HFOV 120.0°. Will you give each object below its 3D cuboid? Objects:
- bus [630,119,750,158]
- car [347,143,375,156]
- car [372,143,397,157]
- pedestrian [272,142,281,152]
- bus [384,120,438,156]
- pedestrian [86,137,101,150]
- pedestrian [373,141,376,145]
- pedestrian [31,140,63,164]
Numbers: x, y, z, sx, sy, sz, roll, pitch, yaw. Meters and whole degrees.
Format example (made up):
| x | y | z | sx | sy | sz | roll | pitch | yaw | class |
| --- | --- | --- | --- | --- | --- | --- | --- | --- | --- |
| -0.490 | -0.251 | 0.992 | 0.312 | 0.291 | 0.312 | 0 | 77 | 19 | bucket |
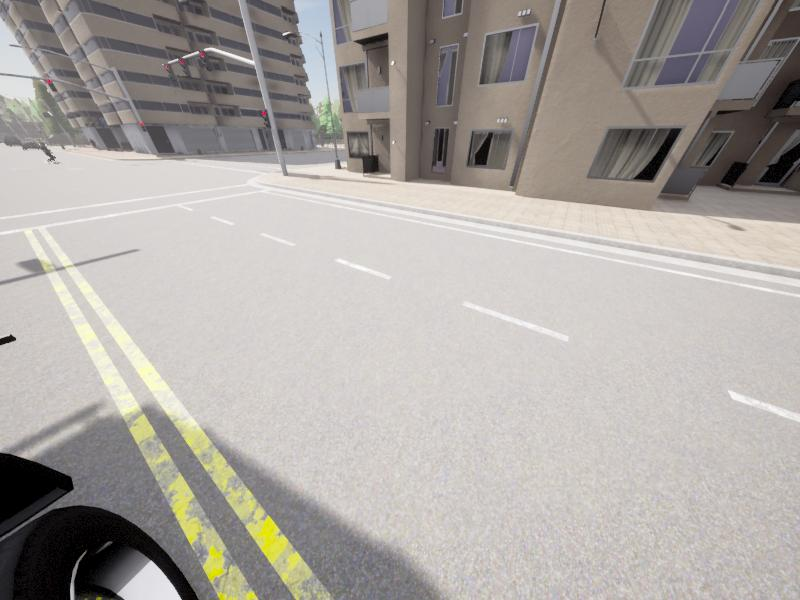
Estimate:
| x | y | z | sx | sy | sz | roll | pitch | yaw | class |
| --- | --- | --- | --- | --- | --- | --- | --- | --- | --- |
| 43.245 | -24.436 | 35.126 | 3.944 | 4.253 | 10.273 | -24 | 42 | -31 | bus |
| -5.707 | -22.314 | 34.270 | 1.970 | 1.475 | 3.806 | 21 | 40 | 26 | car |
| -2.203 | -21.721 | 33.406 | 1.845 | 1.501 | 3.633 | 21 | 40 | 26 | car |
| -20.578 | -25.556 | 38.614 | 0.751 | 1.300 | 0.751 | 21 | 40 | 27 | pedestrian |
| 2.070 | -26.737 | 38.195 | 3.944 | 4.253 | 10.273 | 21 | 40 | 26 | bus |
| -54.039 | -27.541 | 40.701 | 0.751 | 1.860 | 0.751 | 23 | 41 | 29 | pedestrian |
| -7.881 | -48.726 | 71.674 | 0.500 | 1.100 | 0.500 | 22 | 41 | 28 | pedestrian |
| -33.495 | -14.035 | 21.940 | 0.751 | 1.860 | 0.751 | 20 | 40 | 26 | pedestrian |
